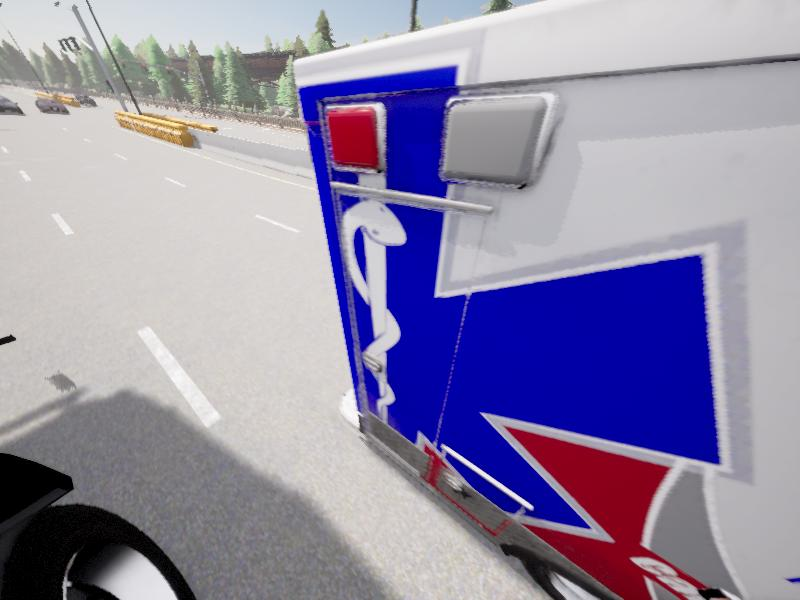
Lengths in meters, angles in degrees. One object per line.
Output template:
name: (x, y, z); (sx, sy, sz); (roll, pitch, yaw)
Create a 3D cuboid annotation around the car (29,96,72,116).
car: (-41.289, -22.923, 27.298); (4.181, 1.385, 1.994); (27, 43, 25)

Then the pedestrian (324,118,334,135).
pedestrian: (-9.996, -24.331, 32.495); (0.751, 1.860, 0.751); (27, 43, 25)

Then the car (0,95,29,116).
car: (-40.570, -19.906, 23.549); (5.357, 1.411, 2.033); (27, 43, 25)

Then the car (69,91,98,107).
car: (-58.542, -37.218, 42.750); (4.605, 1.855, 1.932); (27, 43, 24)

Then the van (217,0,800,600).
van: (2.703, 0.807, 0.733); (6.366, 2.431, 2.351); (23, 41, 28)

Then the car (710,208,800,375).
car: (6.657, 0.366, 2.249); (3.806, 1.475, 1.970); (22, 41, 28)
